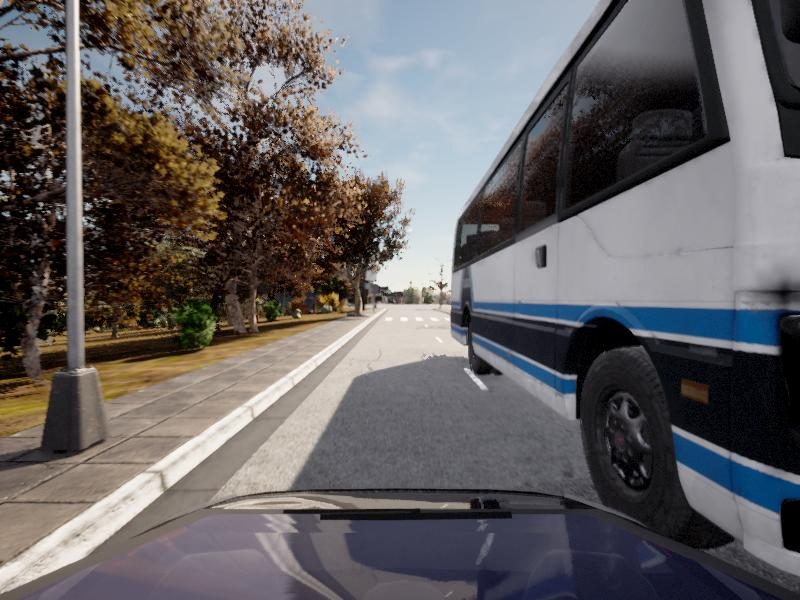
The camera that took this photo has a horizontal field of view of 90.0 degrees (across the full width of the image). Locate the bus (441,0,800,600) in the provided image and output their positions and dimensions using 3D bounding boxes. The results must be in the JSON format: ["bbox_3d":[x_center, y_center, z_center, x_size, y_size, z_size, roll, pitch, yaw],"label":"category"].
[{"bbox_3d":[3.120,-0.548,6.166,3.944,4.253,10.273,0,0,0],"label":"bus"}]

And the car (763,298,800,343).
[{"bbox_3d":[16.707,0.766,15.242,5.366,1.575,1.946,1,1,-20],"label":"car"}]

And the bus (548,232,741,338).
[{"bbox_3d":[11.693,-0.640,21.201,3.944,4.253,10.273,0,0,0],"label":"bus"}]
